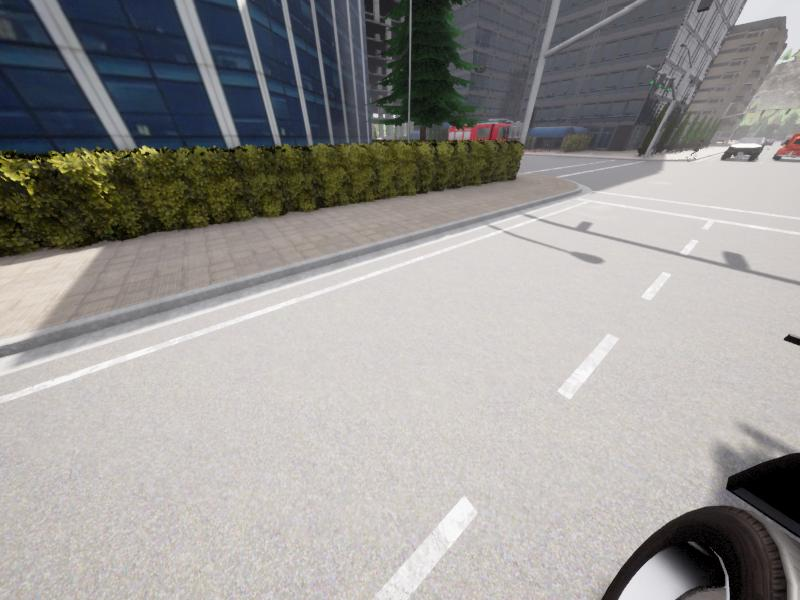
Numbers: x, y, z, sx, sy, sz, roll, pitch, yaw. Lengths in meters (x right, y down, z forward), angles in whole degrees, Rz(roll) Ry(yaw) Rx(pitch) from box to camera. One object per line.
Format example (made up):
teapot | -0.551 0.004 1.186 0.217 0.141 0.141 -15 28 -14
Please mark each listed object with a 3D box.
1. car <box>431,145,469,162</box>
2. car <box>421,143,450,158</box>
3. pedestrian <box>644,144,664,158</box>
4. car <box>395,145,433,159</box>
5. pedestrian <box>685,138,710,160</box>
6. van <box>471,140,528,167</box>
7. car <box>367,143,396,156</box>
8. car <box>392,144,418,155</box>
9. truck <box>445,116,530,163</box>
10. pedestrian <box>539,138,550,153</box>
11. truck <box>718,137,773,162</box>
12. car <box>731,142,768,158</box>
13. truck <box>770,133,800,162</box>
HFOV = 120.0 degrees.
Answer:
car | 5.641 -16.883 26.551 1.970 1.475 3.806 -23 41 -29
car | 4.914 -20.806 32.078 1.845 1.501 3.633 -24 41 -29
pedestrian | 28.831 -16.884 26.236 0.751 1.300 0.751 -8 36 -11
car | 1.754 -19.805 30.797 2.033 1.411 5.357 -24 41 -29
pedestrian | 31.459 -15.975 24.441 0.751 1.860 0.751 -17 39 -23
van | 9.429 -14.206 22.284 1.775 1.987 4.442 -24 41 -29
car | -2.887 -23.398 35.805 1.882 1.535 5.008 -24 41 -29
car | 0.729 -23.920 36.667 1.994 1.385 4.181 -24 42 -30
truck | 9.458 -18.276 26.464 2.891 3.827 8.468 -24 41 -29
pedestrian | 22.459 -23.978 35.861 0.751 1.860 0.751 27 43 33
truck | 38.899 -17.021 25.974 6.274 2.098 2.390 -23 41 -29
car | 45.237 -19.483 29.874 5.366 1.575 1.801 -23 41 -29
truck | 43.351 -16.564 24.972 5.204 2.467 2.627 -23 41 -29
